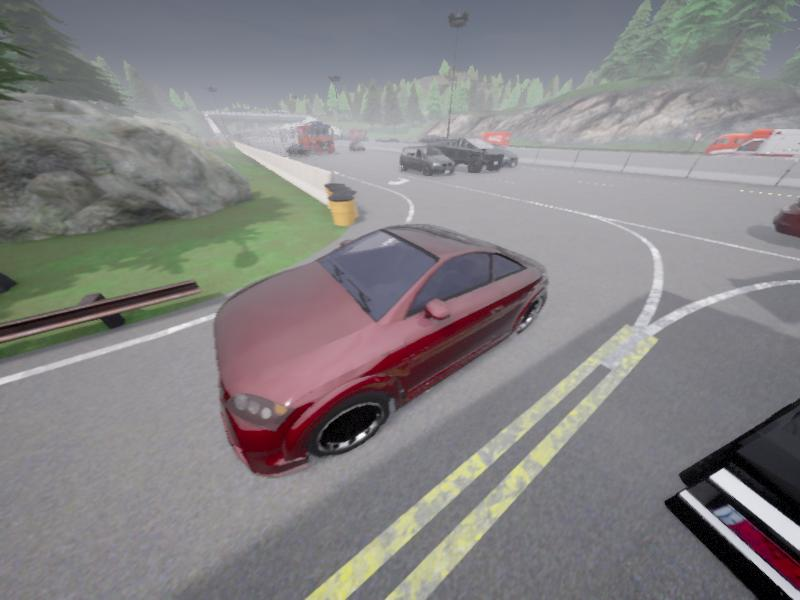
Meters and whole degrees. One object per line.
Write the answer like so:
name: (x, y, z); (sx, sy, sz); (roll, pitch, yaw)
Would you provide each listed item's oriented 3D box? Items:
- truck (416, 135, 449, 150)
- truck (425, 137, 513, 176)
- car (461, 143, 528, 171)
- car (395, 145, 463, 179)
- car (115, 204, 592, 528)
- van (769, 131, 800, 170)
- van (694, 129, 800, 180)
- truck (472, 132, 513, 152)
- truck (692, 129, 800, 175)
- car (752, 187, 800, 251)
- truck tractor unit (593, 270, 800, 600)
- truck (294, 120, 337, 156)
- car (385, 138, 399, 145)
truck: (5.789, -28.967, 42.412); (2.390, 2.098, 6.274); (-21, 41, -26)
truck: (4.857, -11.115, 17.653); (2.390, 2.098, 6.274); (-21, 41, -26)
car: (7.702, -12.155, 19.431); (2.242, 1.667, 4.611); (-21, 41, -26)
car: (1.859, -9.866, 16.320); (2.242, 1.667, 4.611); (-21, 41, -26)
car: (0.114, -0.118, 2.890); (4.181, 1.385, 1.994); (-19, 40, -31)
van: (31.326, -10.213, 15.732); (1.988, 2.561, 5.915); (-21, 41, -26)
van: (24.083, -9.127, 14.399); (2.351, 2.431, 6.366); (-21, 41, -26)
truck: (14.807, -25.603, 37.331); (2.627, 2.467, 5.204); (-29, 45, -34)
truck: (26.247, -10.950, 16.880); (2.627, 2.467, 5.204); (-21, 41, -26)
car: (11.496, -1.260, 4.386); (1.882, 1.535, 5.008); (-21, 40, -26)
truck tractor unit: (5.260, -0.118, 0.536); (6.516, 4.208, 3.053); (-11, 35, -16)
truck: (-12.263, -23.283, 33.250); (2.891, 3.827, 8.468); (-21, 41, -26)
car: (-2.170, -43.248, 62.846); (1.816, 1.474, 4.193); (-21, 41, -26)
